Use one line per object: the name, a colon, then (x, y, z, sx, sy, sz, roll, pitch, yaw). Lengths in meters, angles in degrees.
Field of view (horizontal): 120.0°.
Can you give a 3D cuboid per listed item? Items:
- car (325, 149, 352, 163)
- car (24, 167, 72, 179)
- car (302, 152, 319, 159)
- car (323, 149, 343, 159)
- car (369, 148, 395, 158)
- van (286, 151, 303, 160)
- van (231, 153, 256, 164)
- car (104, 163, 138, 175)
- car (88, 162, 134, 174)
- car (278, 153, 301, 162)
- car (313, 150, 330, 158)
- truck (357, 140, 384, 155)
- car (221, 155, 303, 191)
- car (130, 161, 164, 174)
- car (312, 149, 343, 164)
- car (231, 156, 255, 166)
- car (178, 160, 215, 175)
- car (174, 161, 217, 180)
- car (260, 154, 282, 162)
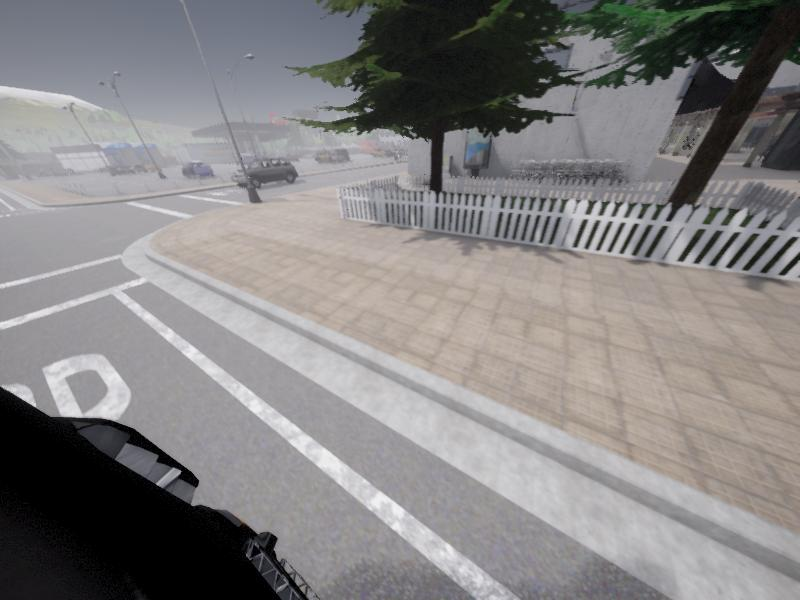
car: (-10.403, -24.435, 39.152, 3.866, 1.878, 1.905, 17, 39, 27)
car: (-60.577, -21.965, 39.830, 1.816, 1.474, 4.193, 17, 39, 27)
car: (-24.022, -38.806, 62.166, 3.806, 1.475, 1.970, 17, 39, 27)
car: (-16.806, -36.807, 58.179, 4.605, 1.855, 1.932, 17, 39, 27)
car: (-3.678, -30.638, 48.097, 5.027, 1.636, 2.152, 17, 39, 27)
van: (-32.396, -44.460, 71.044, 1.775, 1.987, 4.442, 17, 39, 27)
van: (-40.679, -36.858, 60.210, 2.069, 2.038, 4.480, 17, 39, 27)
car: (-43.581, -20.483, 36.089, 4.514, 1.523, 2.007, 17, 39, 27)
car: (-56.400, -25.879, 45.251, 1.930, 1.638, 5.238, 17, 39, 27)
car: (-23.947, -30.727, 49.948, 4.514, 1.523, 2.007, 17, 39, 27)
car: (-21.767, -40.509, 64.043, 3.866, 1.878, 1.905, 17, 39, 27)
truck: (-9.527, -49.954, 75.623, 8.468, 3.827, 2.891, 17, 39, 27)
car: (-10.069, -9.596, 17.293, 1.932, 1.855, 4.605, 17, 39, 27)
car: (-41.978, -22.040, 38.290, 5.027, 1.636, 2.152, 17, 39, 27)
car: (-11.578, -22.887, 36.954, 4.605, 1.855, 1.932, 17, 39, 27)
car: (-29.232, -25.827, 43.026, 3.633, 1.501, 1.845, 17, 39, 27)
car: (-26.189, -17.000, 29.704, 3.806, 1.475, 1.970, 17, 39, 27)
car: (-21.448, -13.592, 24.240, 3.633, 1.501, 1.845, 17, 39, 27)
car: (-36.566, -40.449, 65.694, 2.038, 1.542, 4.974, 17, 39, 27)
